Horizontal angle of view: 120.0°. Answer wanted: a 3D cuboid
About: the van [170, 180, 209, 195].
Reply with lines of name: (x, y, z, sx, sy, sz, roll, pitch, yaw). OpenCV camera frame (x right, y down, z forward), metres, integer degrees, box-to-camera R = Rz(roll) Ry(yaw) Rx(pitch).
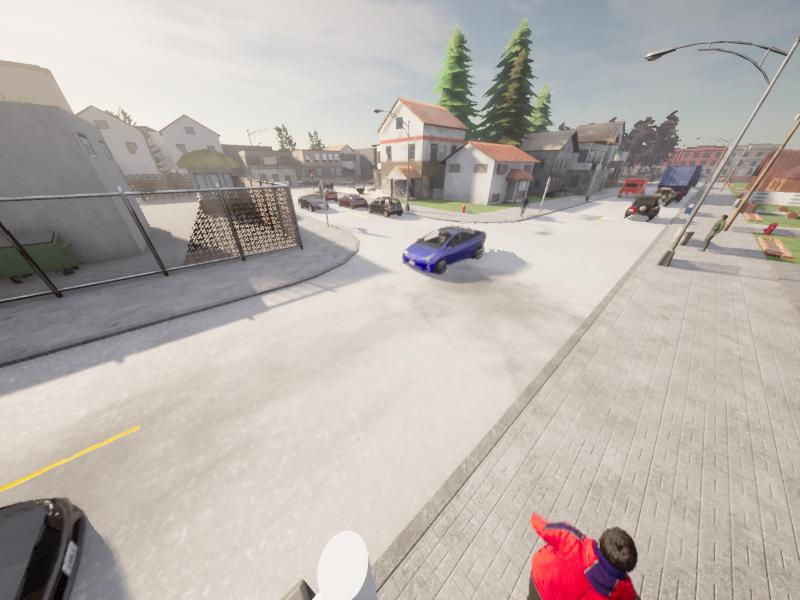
van: (-35.454, -19.051, 39.020, 4.442, 1.987, 1.775, -21, 36, -32)

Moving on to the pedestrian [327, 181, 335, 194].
pedestrian: (-11.110, -18.107, 37.233, 0.751, 1.860, 0.751, 10, 31, 16)

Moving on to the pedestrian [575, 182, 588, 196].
pedestrian: (27.266, -16.652, 34.731, 0.751, 1.860, 0.751, -14, 33, -22)

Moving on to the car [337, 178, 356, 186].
car: (-12.924, -28.356, 55.644, 3.806, 1.475, 1.970, -23, 37, -34)

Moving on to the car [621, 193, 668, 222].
car: (21.467, -8.179, 20.275, 3.866, 1.878, 1.905, -23, 37, -35)

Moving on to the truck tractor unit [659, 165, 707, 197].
truck tractor unit: (45.309, -19.172, 36.988, 6.516, 4.208, 3.053, -23, 37, -34)

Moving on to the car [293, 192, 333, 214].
car: (-9.255, -10.369, 24.454, 2.128, 1.511, 4.902, -23, 37, -34)

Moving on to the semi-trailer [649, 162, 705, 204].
semi-trailer: (39.250, -16.711, 32.533, 14.254, 4.402, 2.717, -23, 37, -34)

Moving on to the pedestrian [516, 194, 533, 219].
pedestrian: (10.668, -8.063, 19.856, 0.751, 1.860, 0.751, 11, 32, 18)

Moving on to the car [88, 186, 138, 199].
car: (-42.363, -16.002, 34.247, 4.193, 1.474, 1.816, -23, 37, -34)

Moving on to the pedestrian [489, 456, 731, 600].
pedestrian: (1.417, 2.323, 1.865, 0.751, 1.860, 0.751, -24, 38, -35)

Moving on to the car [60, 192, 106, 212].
car: (-33.330, -10.450, 24.440, 1.816, 1.474, 4.193, -23, 37, -34)

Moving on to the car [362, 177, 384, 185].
car: (-6.959, -30.901, 59.948, 5.366, 1.575, 1.801, -23, 37, -34)

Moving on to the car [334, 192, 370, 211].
car: (-5.423, -11.160, 25.967, 1.994, 1.385, 4.181, -24, 38, -35)

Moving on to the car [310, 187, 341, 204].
car: (-9.926, -13.902, 30.558, 2.007, 1.525, 4.514, -23, 37, -34)

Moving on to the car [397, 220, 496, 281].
car: (2.224, -2.557, 10.907, 4.514, 1.525, 2.007, -23, 37, -34)

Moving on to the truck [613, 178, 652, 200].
truck: (33.994, -16.282, 33.737, 5.204, 2.467, 2.627, -23, 37, -34)

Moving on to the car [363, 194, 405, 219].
car: (-1.531, -8.899, 21.812, 1.851, 1.617, 3.988, -23, 37, -34)

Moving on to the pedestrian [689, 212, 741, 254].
pedestrian: (16.017, -3.428, 11.827, 0.751, 1.860, 0.751, 20, 35, 30)

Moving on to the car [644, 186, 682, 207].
car: (31.758, -12.556, 27.872, 4.605, 1.855, 1.932, -21, 36, -33)

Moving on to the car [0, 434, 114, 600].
car: (-5.053, 3.126, 1.116, 4.193, 1.474, 1.816, -23, 37, -34)

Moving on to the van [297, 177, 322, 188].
van: (-19.685, -25.744, 50.611, 4.442, 1.987, 1.775, -23, 37, -34)
